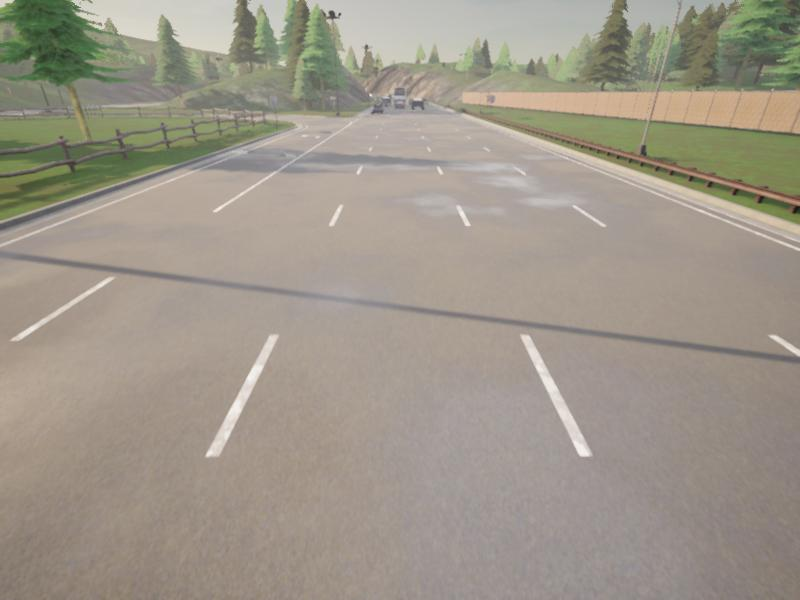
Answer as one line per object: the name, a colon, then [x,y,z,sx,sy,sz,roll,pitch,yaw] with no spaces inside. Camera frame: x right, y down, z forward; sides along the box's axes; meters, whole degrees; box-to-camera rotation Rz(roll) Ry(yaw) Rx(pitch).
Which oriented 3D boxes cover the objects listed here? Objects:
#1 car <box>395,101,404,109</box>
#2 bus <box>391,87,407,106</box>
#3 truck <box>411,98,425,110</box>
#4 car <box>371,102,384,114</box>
car: [-0.043,-40.285,82.658,1.812,1.442,4.674,0,27,0]
bus: [-0.170,-52.380,102.920,3.944,4.253,10.273,0,27,0]
truck: [3.460,-38.781,79.077,2.390,2.098,6.274,0,27,0]
car: [-3.530,-30.947,64.530,1.851,1.617,3.988,0,27,0]
